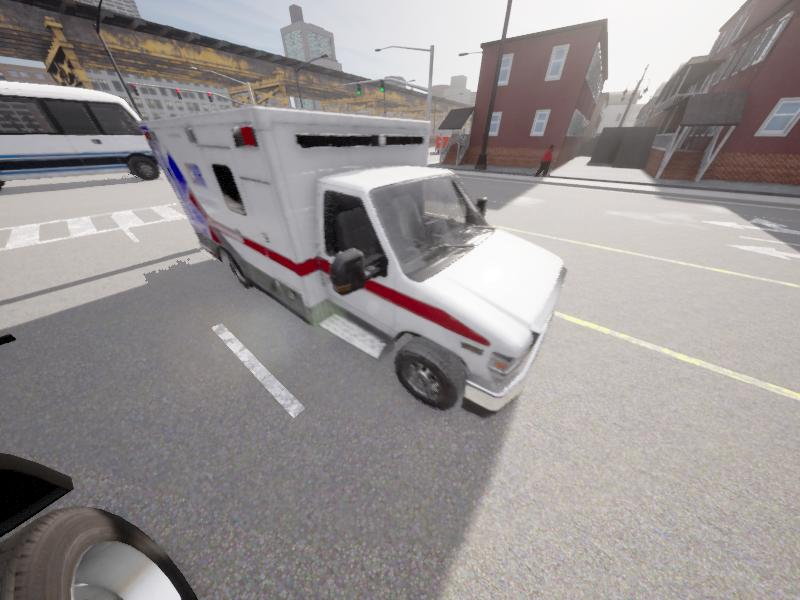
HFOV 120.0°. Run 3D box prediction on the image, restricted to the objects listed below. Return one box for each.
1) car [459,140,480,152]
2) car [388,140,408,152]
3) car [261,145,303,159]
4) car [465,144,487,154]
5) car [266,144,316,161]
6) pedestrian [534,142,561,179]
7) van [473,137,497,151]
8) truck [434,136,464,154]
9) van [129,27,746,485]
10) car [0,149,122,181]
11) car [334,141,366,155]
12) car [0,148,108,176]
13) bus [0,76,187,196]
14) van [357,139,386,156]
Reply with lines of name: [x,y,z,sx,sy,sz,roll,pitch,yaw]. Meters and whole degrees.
car: [13.744,-30.574,45.786,1.932,1.855,4.605,24,42,30]
car: [-0.331,-30.073,44.966,1.905,1.878,3.866,24,42,30]
car: [-15.083,-19.035,29.646,1.994,1.385,4.181,24,42,30]
car: [13.440,-26.876,40.977,1.994,1.385,4.181,25,42,31]
car: [-12.754,-17.517,27.400,1.837,1.490,4.892,24,41,30]
pedestrian: [9.038,-8.554,14.201,0.751,1.860,0.751,23,41,29]
van: [18.656,-34.401,50.776,2.351,2.431,6.366,24,42,30]
truck: [8.507,-26.978,40.117,2.627,2.467,5.204,24,41,30]
van: [-1.101,-1.204,3.509,6.366,2.431,2.351,25,42,31]
car: [-23.660,-9.477,15.995,2.033,1.411,5.357,24,42,30]
car: [-7.895,-24.429,37.093,2.242,1.667,4.611,24,42,30]
car: [-26.638,-10.566,17.520,2.033,1.411,5.357,24,42,30]
bus: [-18.522,-7.976,11.421,3.944,4.253,10.273,24,42,30]
van: [-4.324,-23.906,36.099,1.775,1.987,4.442,24,42,30]
